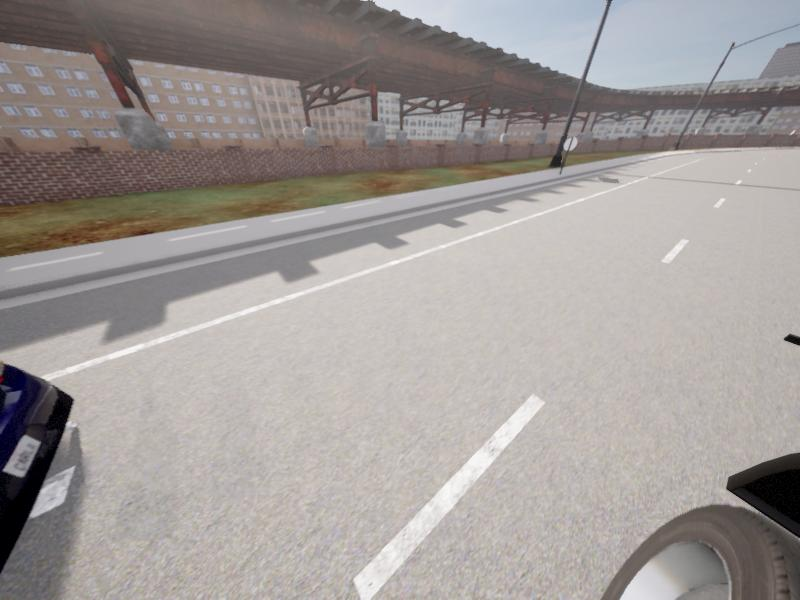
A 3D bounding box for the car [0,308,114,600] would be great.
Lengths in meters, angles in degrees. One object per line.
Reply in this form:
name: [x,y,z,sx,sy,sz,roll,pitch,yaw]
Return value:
car: [-3.936,1.480,0.520,3.633,1.501,1.845,-24,41,-29]
